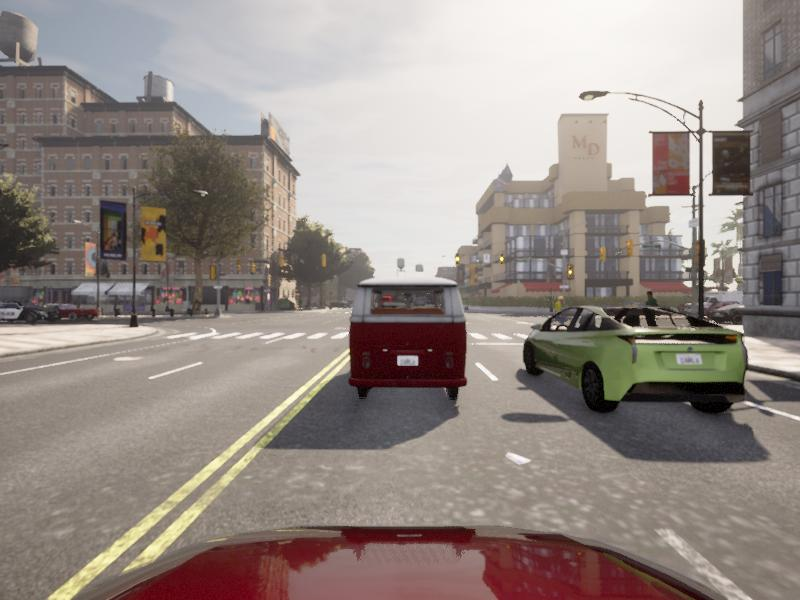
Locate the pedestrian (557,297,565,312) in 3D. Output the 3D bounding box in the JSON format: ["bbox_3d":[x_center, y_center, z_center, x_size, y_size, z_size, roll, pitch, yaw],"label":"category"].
[{"bbox_3d":[19.976,0.528,49.696,0.751,1.860,0.751,0,0,1],"label":"pedestrian"}]

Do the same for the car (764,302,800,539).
[{"bbox_3d":[3.509,0.802,0.229,1.801,1.575,5.366,0,0,1],"label":"car"}]

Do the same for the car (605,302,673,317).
[{"bbox_3d":[23.158,0.929,38.902,5.357,1.411,2.033,0,0,1],"label":"car"}]

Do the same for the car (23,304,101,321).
[{"bbox_3d":[-27.049,0.970,32.123,4.718,1.301,1.895,0,0,1],"label":"car"}]

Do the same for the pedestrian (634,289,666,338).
[{"bbox_3d":[9.763,0.499,15.647,0.751,1.860,0.751,0,0,-19],"label":"pedestrian"}]

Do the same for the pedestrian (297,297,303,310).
[{"bbox_3d":[-14.693,0.534,58.852,0.751,1.860,0.751,0,0,-9],"label":"pedestrian"}]

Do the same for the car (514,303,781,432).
[{"bbox_3d":[3.639,0.835,7.104,2.007,1.525,4.514,0,0,1],"label":"car"}]

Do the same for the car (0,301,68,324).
[{"bbox_3d":[-27.050,0.849,28.622,4.974,1.542,2.038,0,0,1],"label":"car"}]

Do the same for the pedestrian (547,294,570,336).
[{"bbox_3d":[7.110,0.653,17.992,0.751,1.860,0.751,0,0,5],"label":"pedestrian"}]

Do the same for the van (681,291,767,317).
[{"bbox_3d":[31.208,0.413,38.711,6.366,2.431,2.351,0,0,1],"label":"van"}]

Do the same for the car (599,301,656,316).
[{"bbox_3d":[23.978,0.889,42.386,4.792,1.488,2.163,0,0,1],"label":"car"}]

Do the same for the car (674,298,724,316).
[{"bbox_3d":[31.477,0.682,42.205,3.866,1.878,1.905,0,0,1],"label":"car"}]

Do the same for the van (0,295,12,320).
[{"bbox_3d":[-34.404,0.625,32.303,4.442,1.987,1.775,0,0,1],"label":"van"}]

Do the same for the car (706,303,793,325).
[{"bbox_3d":[23.809,0.932,27.385,4.181,1.385,1.994,0,0,1],"label":"car"}]

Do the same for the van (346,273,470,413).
[{"bbox_3d":[0.154,0.606,7.930,1.775,1.987,4.442,0,0,1],"label":"van"}]

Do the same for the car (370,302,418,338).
[{"bbox_3d":[-0.408,0.871,19.228,1.816,1.474,4.193,0,0,-7],"label":"car"}]
